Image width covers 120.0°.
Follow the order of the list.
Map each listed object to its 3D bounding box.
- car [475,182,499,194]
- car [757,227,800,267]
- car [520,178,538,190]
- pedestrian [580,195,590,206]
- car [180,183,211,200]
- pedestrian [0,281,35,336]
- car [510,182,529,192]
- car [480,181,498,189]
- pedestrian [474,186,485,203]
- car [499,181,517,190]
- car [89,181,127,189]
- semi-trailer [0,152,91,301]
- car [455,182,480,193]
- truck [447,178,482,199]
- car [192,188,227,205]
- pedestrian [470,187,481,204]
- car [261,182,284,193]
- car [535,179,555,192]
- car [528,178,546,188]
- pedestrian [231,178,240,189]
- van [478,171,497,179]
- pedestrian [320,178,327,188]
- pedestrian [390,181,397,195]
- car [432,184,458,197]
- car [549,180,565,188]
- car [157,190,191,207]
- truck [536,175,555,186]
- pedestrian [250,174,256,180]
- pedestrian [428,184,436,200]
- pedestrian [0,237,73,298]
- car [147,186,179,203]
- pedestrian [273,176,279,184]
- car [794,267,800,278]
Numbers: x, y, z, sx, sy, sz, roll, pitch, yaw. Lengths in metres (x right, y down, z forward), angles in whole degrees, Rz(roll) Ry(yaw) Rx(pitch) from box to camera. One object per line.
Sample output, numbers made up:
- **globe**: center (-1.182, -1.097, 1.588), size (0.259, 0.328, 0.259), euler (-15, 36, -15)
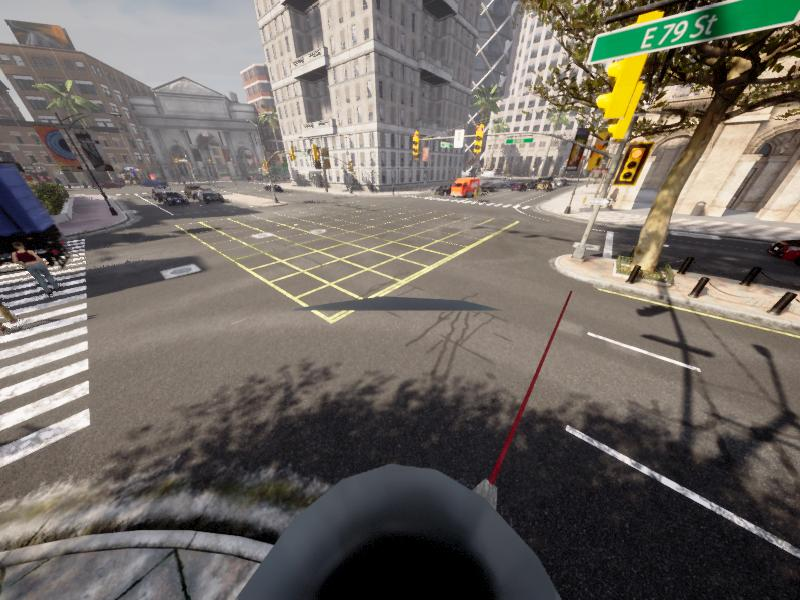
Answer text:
- **car**: center (15.247, -19.706, 40.497), size (1.930, 1.638, 5.238), euler (23, 37, 34)
- **car**: center (20.099, -2.053, 10.194), size (4.181, 1.385, 1.994), euler (23, 37, 34)
- **car**: center (26.168, -23.563, 46.927), size (1.905, 1.878, 3.866), euler (23, 37, 34)
- **pedestrian**: center (20.519, -11.042, 25.677), size (0.500, 1.100, 0.500), euler (22, 37, 34)
- **car**: center (-29.341, -15.610, 33.164), size (4.605, 1.855, 1.932), euler (23, 37, 34)
- **pedestrian**: center (-11.076, -0.007, 6.109), size (0.751, 1.860, 0.751), euler (24, 38, 35)
- **car**: center (22.317, -21.118, 43.108), size (1.816, 1.474, 4.193), euler (23, 37, 34)
- **car**: center (18.837, -24.441, 48.969), size (1.994, 1.385, 4.181), euler (22, 37, 33)
- **pedestrian**: center (10.008, -13.276, 29.092), size (0.751, 1.860, 0.751), euler (19, 35, 29)
- **car**: center (22.482, -23.875, 47.989), size (1.994, 1.385, 4.181), euler (23, 37, 35)
- **car**: center (-61.376, -24.230, 48.677), size (4.718, 1.301, 1.895), euler (-22, 37, -33)
- **semi-trailer**: center (-18.302, -0.439, 4.337), size (2.717, 4.402, 14.254), euler (26, 39, 37)
- **car**: center (12.381, -20.617, 42.321), size (2.033, 1.411, 5.357), euler (23, 37, 34)
- **truck**: center (9.672, -16.724, 34.508), size (2.627, 2.467, 5.204), euler (23, 37, 34)
- **car**: center (-24.565, -13.443, 29.759), size (4.974, 1.542, 2.038), euler (23, 37, 34)
- **pedestrian**: center (9.296, -12.845, 28.347), size (0.751, 1.860, 0.751), euler (26, 39, 37)
- **car**: center (-23.078, -20.318, 41.721), size (3.806, 1.475, 1.970), euler (23, 37, 34)
- **car**: center (27.177, -21.452, 43.283), size (1.932, 1.855, 4.605), euler (23, 37, 34)
- **car**: center (30.554, -26.061, 51.503), size (1.930, 1.638, 5.238), euler (23, 37, 34)
- **pedestrian**: center (-34.402, -24.368, 48.304), size (0.751, 1.860, 0.751), euler (18, 35, 29)
- **van**: center (34.612, -49.832, 91.880), size (6.366, 2.431, 2.351), euler (21, 36, 32)
- **pedestrian**: center (-15.625, -23.916, 47.215), size (0.751, 1.860, 0.751), euler (20, 35, 30)
- **pedestrian**: center (-1.030, -17.811, 36.641), size (0.751, 1.860, 0.751), euler (21, 36, 32)
- **car**: center (7.234, -17.577, 36.955), size (1.837, 1.490, 4.892), euler (23, 37, 34)
- **car**: center (34.935, -25.758, 51.324), size (1.895, 1.301, 4.718), euler (23, 37, 34)
- **car**: center (-26.955, -12.141, 27.558), size (3.806, 1.475, 1.970), euler (23, 37, 34)
- **truck**: center (35.861, -29.371, 56.779), size (2.390, 2.098, 6.274), euler (23, 37, 34)
- **pedestrian**: center (-47.408, -39.620, 74.416), size (0.751, 1.860, 0.751), euler (-2, 30, -3)
- **pedestrian**: center (4.494, -15.115, 32.276), size (0.751, 1.860, 0.751), euler (26, 39, 37)
- **pedestrian**: center (-12.704, -1.129, 8.052), size (0.751, 1.860, 0.751), euler (24, 38, 36)
- **car**: center (-32.069, -14.368, 31.251), size (5.238, 1.638, 1.930), euler (23, 37, 34)
- **pedestrian**: center (-31.193, -30.179, 58.064), size (0.751, 1.860, 0.751), euler (13, 33, 22)
- **car**: center (18.275, -0.610, 7.532), size (4.974, 1.542, 2.038), euler (23, 37, 34)
